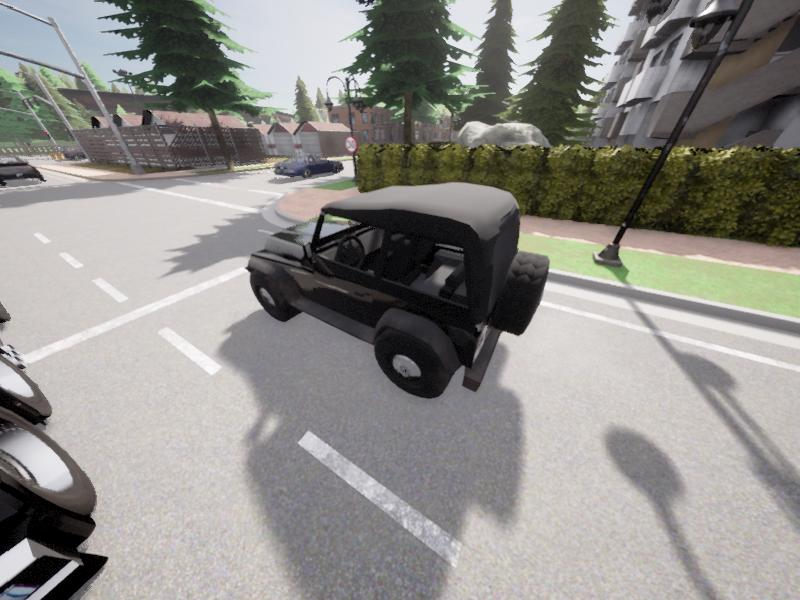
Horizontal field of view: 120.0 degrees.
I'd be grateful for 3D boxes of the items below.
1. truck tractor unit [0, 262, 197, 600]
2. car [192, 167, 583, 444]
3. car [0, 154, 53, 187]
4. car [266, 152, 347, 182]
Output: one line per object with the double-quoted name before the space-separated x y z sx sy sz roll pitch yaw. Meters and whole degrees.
"truck tractor unit" -5.106 -0.307 0.780 6.516 4.208 3.053 19 39 24
"car" -0.310 -0.506 3.072 3.866 1.878 1.905 20 40 26
"car" -25.964 -8.679 15.354 4.902 1.511 2.128 18 39 24
"car" -6.493 -9.804 16.843 2.033 1.411 5.357 17 38 23
